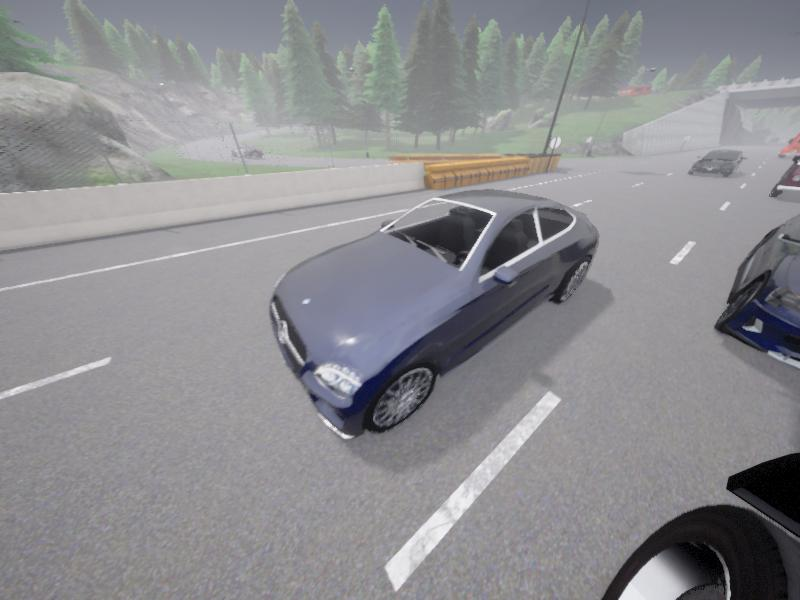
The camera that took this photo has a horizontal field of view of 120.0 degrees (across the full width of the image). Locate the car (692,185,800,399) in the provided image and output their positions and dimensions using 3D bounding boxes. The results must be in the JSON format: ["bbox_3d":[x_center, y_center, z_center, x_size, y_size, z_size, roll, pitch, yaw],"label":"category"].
[{"bbox_3d":[6.276,-0.363,2.952,4.856,1.649,2.033,-23,41,-29],"label":"car"}]

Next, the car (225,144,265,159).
[{"bbox_3d":[-20.847,-19.994,31.068,4.974,1.542,2.038,21,40,27],"label":"car"}]

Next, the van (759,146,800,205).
[{"bbox_3d":[17.425,-5.277,9.460,4.480,2.038,2.069,-23,41,-29],"label":"van"}]

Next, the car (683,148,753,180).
[{"bbox_3d":[21.362,-9.225,15.492,4.892,1.490,1.837,-23,41,-29],"label":"car"}]

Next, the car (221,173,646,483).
[{"bbox_3d":[0.866,-0.568,3.295,5.027,1.651,2.152,-23,41,-29],"label":"car"}]

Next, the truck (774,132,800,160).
[{"bbox_3d":[44.936,-17.138,25.659,5.204,2.467,2.627,-23,41,-29],"label":"truck"}]
